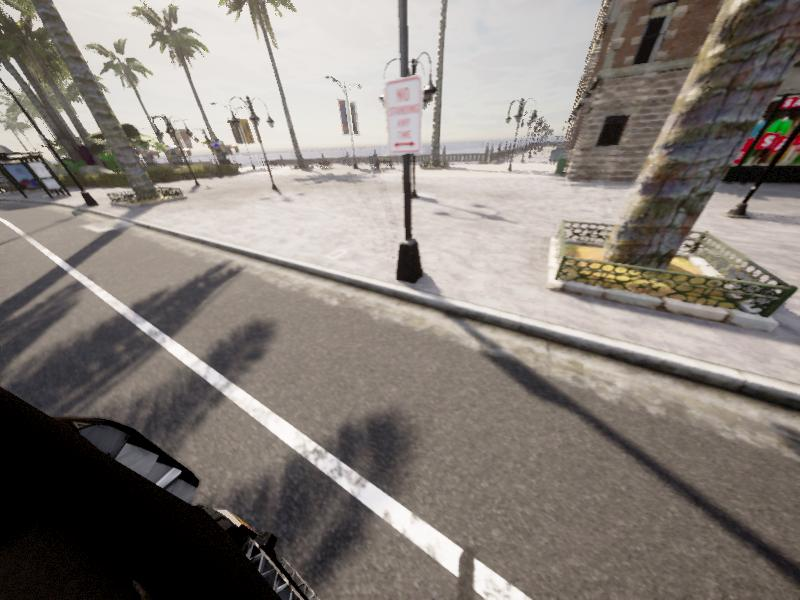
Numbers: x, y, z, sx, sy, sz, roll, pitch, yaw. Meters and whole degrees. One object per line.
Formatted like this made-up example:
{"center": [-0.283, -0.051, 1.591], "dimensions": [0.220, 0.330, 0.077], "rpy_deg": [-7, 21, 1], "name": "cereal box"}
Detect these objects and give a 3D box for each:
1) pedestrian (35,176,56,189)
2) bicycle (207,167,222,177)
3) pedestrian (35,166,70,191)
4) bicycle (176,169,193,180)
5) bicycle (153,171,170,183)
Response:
{"center": [-33.959, -11.251, 22.156], "dimensions": [0.500, 1.100, 0.500], "rpy_deg": [5, 34, 12], "name": "pedestrian"}
{"center": [-21.458, -14.849, 26.747], "dimensions": [1.643, 1.024, 0.373], "rpy_deg": [15, 38, 25], "name": "bicycle"}
{"center": [-31.123, -10.886, 20.703], "dimensions": [0.751, 1.860, 0.751], "rpy_deg": [7, 35, 15], "name": "pedestrian"}
{"center": [-22.924, -13.338, 24.586], "dimensions": [1.643, 1.024, 0.373], "rpy_deg": [15, 38, 25], "name": "bicycle"}
{"center": [-23.901, -12.330, 23.144], "dimensions": [1.643, 1.024, 0.373], "rpy_deg": [15, 38, 25], "name": "bicycle"}
